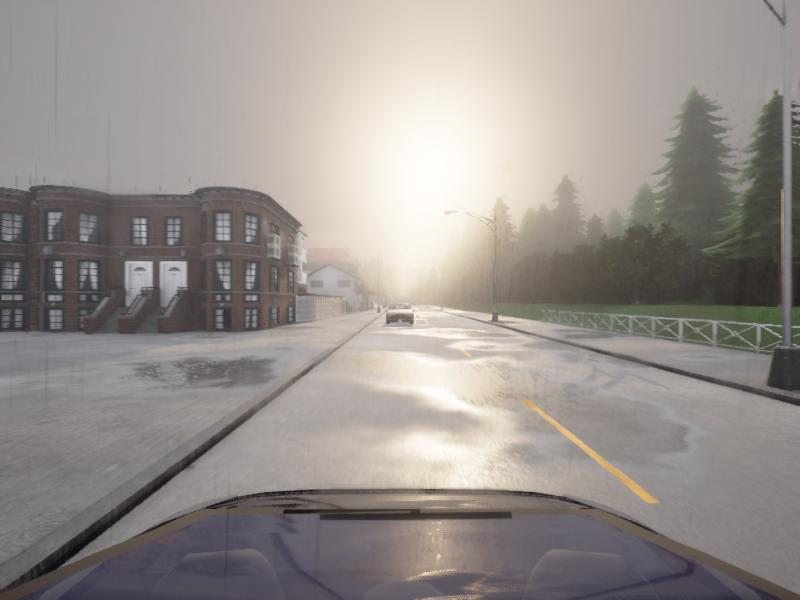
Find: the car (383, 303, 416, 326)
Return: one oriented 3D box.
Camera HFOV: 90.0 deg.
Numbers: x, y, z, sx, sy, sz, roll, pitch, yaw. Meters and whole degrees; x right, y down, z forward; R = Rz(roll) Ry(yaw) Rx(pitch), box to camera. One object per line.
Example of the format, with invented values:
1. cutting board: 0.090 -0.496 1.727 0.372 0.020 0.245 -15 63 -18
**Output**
1. car: -0.006 0.927 27.456 2.033 1.411 5.357 0 0 0
